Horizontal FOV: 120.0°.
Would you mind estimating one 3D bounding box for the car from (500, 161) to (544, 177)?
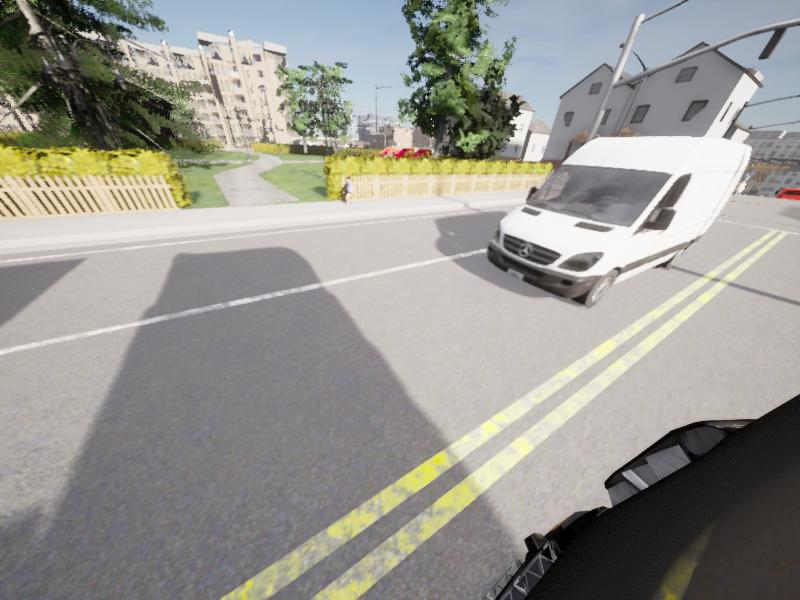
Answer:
[{"bbox_3d":[14.622,-15.903,27.932,1.994,1.385,4.181,-15,38,-25],"label":"car"}]

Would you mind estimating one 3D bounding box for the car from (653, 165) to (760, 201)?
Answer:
[{"bbox_3d":[23.715,-9.365,18.291,4.605,1.855,1.932,28,42,32],"label":"car"}]

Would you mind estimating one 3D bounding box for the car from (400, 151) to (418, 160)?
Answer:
[{"bbox_3d":[1.976,-32.651,52.196,1.812,1.442,4.674,-15,38,-26],"label":"car"}]

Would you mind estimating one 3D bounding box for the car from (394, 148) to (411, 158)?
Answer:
[{"bbox_3d":[0.698,-43.950,68.962,4.605,1.855,1.932,-11,36,-32],"label":"car"}]

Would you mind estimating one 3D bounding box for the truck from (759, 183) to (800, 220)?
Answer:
[{"bbox_3d":[42.761,-10.697,25.375,5.204,2.467,2.627,-3,30,-34],"label":"truck"}]

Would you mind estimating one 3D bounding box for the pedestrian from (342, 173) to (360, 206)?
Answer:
[{"bbox_3d":[-1.911,-4.313,9.034,0.500,1.100,0.500,-15,37,-25],"label":"pedestrian"}]

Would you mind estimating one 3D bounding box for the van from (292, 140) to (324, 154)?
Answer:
[{"bbox_3d":[-21.765,-36.154,54.736,6.366,2.431,2.351,-15,37,-25],"label":"van"}]

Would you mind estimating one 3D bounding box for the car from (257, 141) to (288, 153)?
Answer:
[{"bbox_3d":[-28.389,-34.233,51.656,5.566,2.045,2.150,-15,37,-25],"label":"car"}]

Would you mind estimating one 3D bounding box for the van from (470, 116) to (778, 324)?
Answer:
[{"bbox_3d":[4.638,-1.885,4.888,5.915,2.561,1.988,-15,38,-25],"label":"van"}]
